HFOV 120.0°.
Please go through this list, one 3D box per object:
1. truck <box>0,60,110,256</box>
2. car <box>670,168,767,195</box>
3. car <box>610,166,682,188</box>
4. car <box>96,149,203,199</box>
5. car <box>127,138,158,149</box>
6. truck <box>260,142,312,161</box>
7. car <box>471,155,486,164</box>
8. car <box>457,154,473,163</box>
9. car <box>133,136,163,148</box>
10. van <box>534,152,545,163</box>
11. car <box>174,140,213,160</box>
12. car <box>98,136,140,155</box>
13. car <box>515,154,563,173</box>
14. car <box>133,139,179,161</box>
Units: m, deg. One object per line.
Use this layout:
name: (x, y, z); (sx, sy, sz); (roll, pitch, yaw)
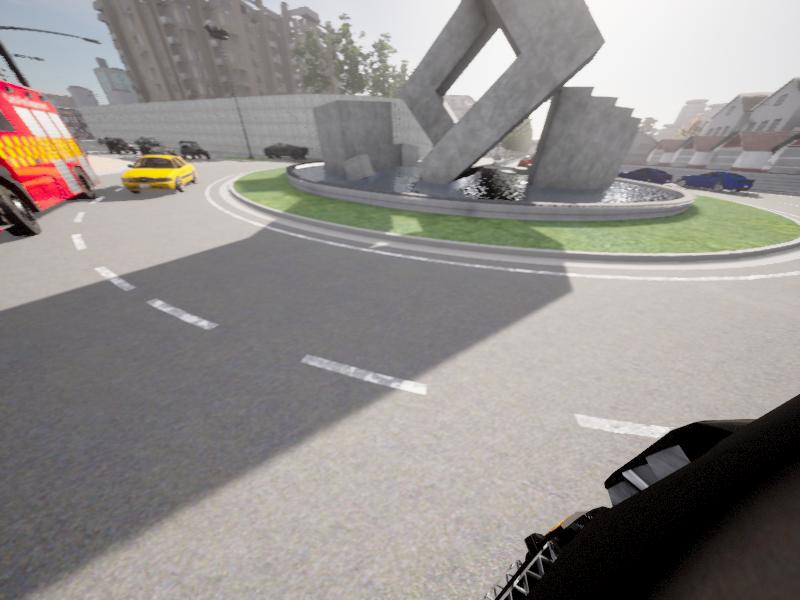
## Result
truck: (-11.674, -4.062, 5.833); (2.891, 3.827, 8.468); (-20, 40, -31)
car: (28.647, -10.921, 21.140); (1.882, 1.535, 5.008); (1, 34, -3)
car: (24.727, -12.620, 23.523); (1.812, 1.442, 4.674); (-5, 34, -11)
car: (-11.589, -6.318, 11.294); (1.801, 1.575, 5.366); (-13, 36, -23)
car: (-51.693, -31.380, 46.368); (4.611, 1.667, 2.242); (17, 36, 21)
truck: (-16.721, -21.881, 34.045); (6.274, 2.098, 2.390); (7, 34, 7)
car: (16.555, -29.459, 48.464); (1.812, 1.442, 4.674); (18, 36, 22)
car: (14.523, -31.594, 51.478); (2.038, 1.542, 4.974); (17, 36, 21)
car: (-55.957, -35.051, 51.286); (5.566, 2.045, 2.150); (17, 36, 21)
van: (40.839, -41.583, 67.550); (1.988, 2.561, 5.915); (17, 36, 21)
car: (-25.193, -18.278, 28.179); (3.866, 1.878, 1.905); (22, 38, 26)
car: (-36.875, -20.277, 30.381); (3.866, 1.878, 1.905); (18, 36, 22)
car: (20.731, -20.544, 34.695); (5.566, 2.045, 2.150); (27, 40, 33)
car: (-27.253, -16.801, 25.807); (4.605, 1.855, 1.932); (22, 38, 26)
